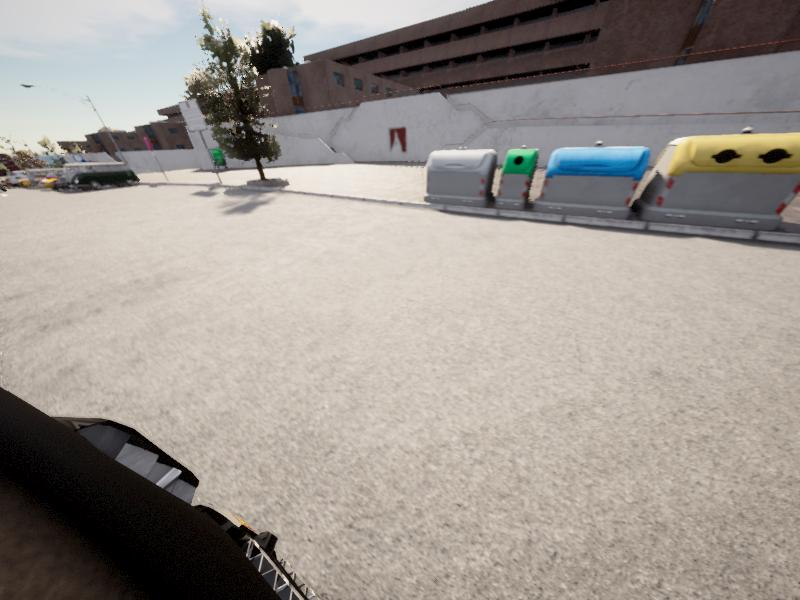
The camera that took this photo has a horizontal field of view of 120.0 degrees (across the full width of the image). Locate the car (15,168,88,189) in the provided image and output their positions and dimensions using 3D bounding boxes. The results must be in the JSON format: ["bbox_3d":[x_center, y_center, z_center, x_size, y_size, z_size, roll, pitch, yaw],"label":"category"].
[{"bbox_3d":[-44.338,-15.689,29.620,1.878,1.987,4.442,3,33,10],"label":"car"}]

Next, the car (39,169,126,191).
[{"bbox_3d":[-31.440,-12.098,23.189,2.002,1.452,4.674,3,33,10],"label":"car"}]

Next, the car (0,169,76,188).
[{"bbox_3d":[-54.613,-18.521,35.067,2.435,2.045,5.566,3,32,10],"label":"car"}]

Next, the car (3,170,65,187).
[{"bbox_3d":[-57.202,-19.097,36.302,1.878,1.987,4.442,3,32,10],"label":"car"}]

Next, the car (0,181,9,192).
[{"bbox_3d":[-47.095,-13.137,26.351,3.633,1.501,1.845,15,37,27],"label":"car"}]

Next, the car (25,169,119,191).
[{"bbox_3d":[-34.048,-12.721,24.345,1.946,1.575,5.366,3,33,10],"label":"car"}]

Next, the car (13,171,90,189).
[{"bbox_3d":[-46.856,-16.347,31.324,1.946,1.575,5.366,3,33,10],"label":"car"}]

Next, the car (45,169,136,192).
[{"bbox_3d":[-28.875,-11.410,21.852,2.002,1.452,4.674,3,33,10],"label":"car"}]

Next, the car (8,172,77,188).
[{"bbox_3d":[-52.026,-17.616,33.843,2.097,1.535,5.008,3,33,10],"label":"car"}]

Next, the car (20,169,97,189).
[{"bbox_3d":[-41.736,-14.997,28.462,2.185,1.767,4.553,3,33,10],"label":"car"}]

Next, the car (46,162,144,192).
[{"bbox_3d":[-26.327,-10.889,20.281,1.878,1.987,4.442,3,33,10],"label":"car"}]
